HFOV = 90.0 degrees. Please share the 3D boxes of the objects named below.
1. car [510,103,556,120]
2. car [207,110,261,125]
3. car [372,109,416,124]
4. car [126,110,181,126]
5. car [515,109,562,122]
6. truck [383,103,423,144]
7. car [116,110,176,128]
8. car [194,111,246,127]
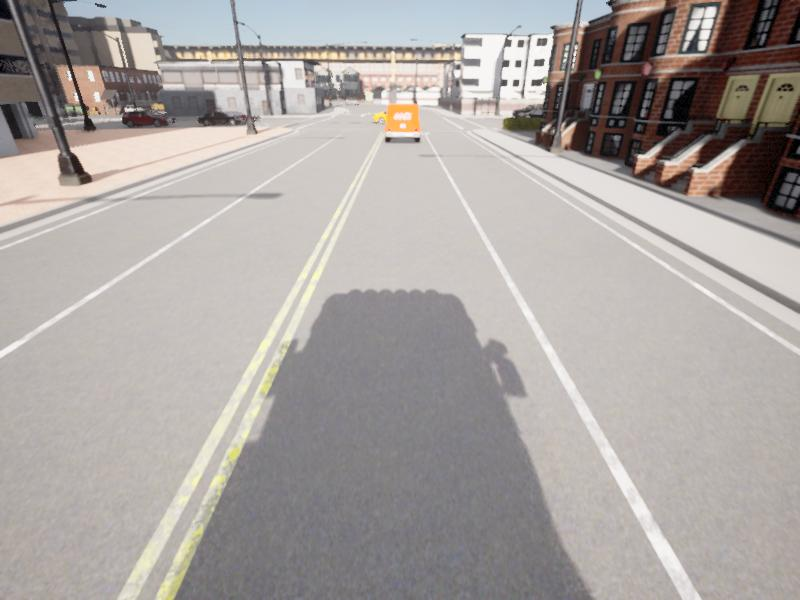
[{"bbox_3d":[18.506,-26.373,55.990,5.566,2.045,2.150,1,27,1],"label":"car"},{"bbox_3d":[-19.285,-21.302,46.669,5.357,1.411,2.033,-1,27,-1],"label":"car"},{"bbox_3d":[-0.704,-21.502,46.899,5.008,1.535,1.882,0,27,0],"label":"car"},{"bbox_3d":[-28.586,-21.169,46.542,4.792,1.488,2.163,-1,27,-1],"label":"car"},{"bbox_3d":[18.298,-24.489,53.031,5.357,1.411,2.033,1,27,1],"label":"car"},{"bbox_3d":[0.209,-13.024,29.307,2.627,2.467,5.204,0,27,0],"label":"truck"},{"bbox_3d":[-27.509,-19.658,43.405,4.856,1.649,2.033,-1,27,-1],"label":"car"},{"bbox_3d":[-19.545,-19.722,43.542,4.674,1.442,1.812,-1,27,-1],"label":"car"}]
